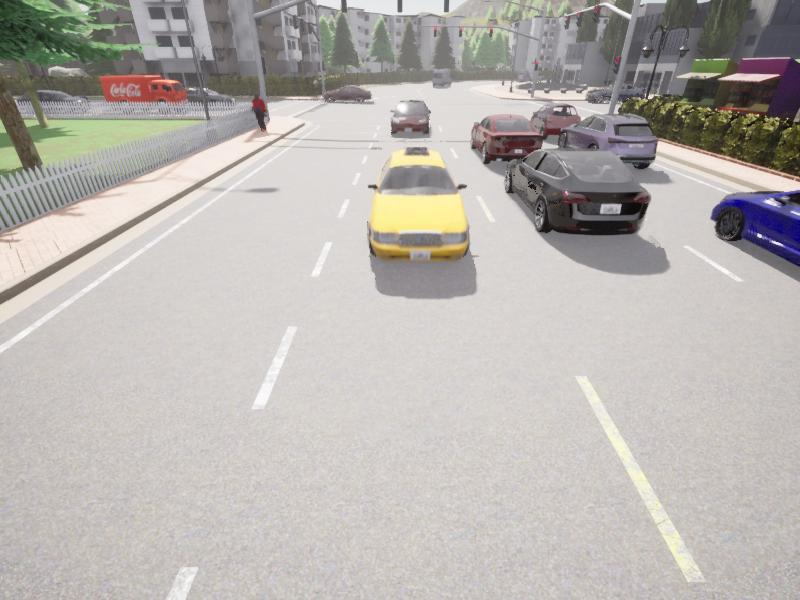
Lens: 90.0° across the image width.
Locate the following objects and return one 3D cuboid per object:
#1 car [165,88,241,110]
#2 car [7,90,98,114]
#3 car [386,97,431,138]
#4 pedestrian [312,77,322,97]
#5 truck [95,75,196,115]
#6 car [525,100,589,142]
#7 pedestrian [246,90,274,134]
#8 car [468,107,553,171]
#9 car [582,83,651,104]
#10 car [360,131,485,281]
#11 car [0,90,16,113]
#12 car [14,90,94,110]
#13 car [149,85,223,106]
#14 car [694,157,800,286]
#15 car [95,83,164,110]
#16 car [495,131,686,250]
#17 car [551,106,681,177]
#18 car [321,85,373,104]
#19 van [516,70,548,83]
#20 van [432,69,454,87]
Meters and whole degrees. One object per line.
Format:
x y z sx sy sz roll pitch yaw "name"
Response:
-16.001 -16.453 32.706 4.902 1.511 2.128 1 30 2 "car"
-25.935 -14.854 29.991 4.892 1.490 1.837 1 30 2 "car"
0.573 -9.907 21.515 2.163 1.488 4.792 2 30 3 "car"
-8.955 -22.938 43.122 0.751 1.860 0.751 1 30 2 "pedestrian"
-18.582 -15.147 29.520 5.204 2.467 2.627 1 30 2 "truck"
7.579 -8.889 19.719 1.845 1.501 3.633 2 30 3 "car"
-6.843 -9.210 19.603 0.751 1.860 0.751 6 31 9 "pedestrian"
3.925 -6.274 15.235 1.882 1.535 5.008 0 30 0 "car"
20.231 -19.396 37.613 5.027 1.651 2.152 1 30 2 "car"
0.345 -2.346 8.468 1.801 1.575 5.366 0 30 0 "car"
-32.491 -14.969 30.192 4.892 1.490 1.837 1 30 2 "car"
-28.544 -16.581 33.146 4.718 1.301 1.895 1 30 2 "car"
-19.048 -18.302 35.806 5.366 1.575 1.801 1 30 2 "car"
7.324 -1.171 6.556 1.816 1.474 4.193 0 30 1 "car"
-22.072 -16.722 32.794 3.866 1.878 1.905 1 30 2 "car"
3.867 -2.802 9.345 2.163 1.488 4.792 0 30 0 "car"
7.417 -5.895 14.496 2.033 1.649 4.856 0 30 1 "car"
-4.992 -19.760 38.429 4.674 1.442 1.812 1 30 2 "car"
27.930 -47.488 84.910 6.366 2.431 2.351 -16 34 -25 "van"
7.414 -38.367 69.159 1.988 2.561 5.915 12 32 19 "van"
